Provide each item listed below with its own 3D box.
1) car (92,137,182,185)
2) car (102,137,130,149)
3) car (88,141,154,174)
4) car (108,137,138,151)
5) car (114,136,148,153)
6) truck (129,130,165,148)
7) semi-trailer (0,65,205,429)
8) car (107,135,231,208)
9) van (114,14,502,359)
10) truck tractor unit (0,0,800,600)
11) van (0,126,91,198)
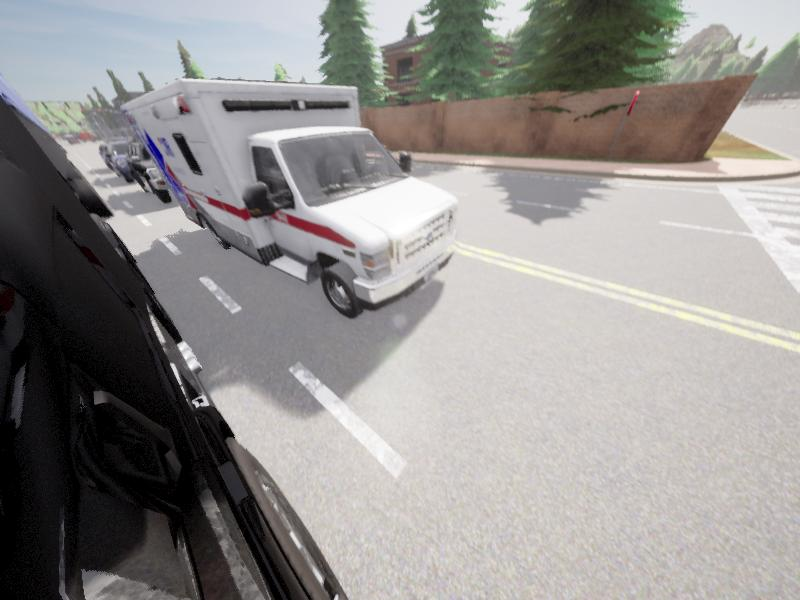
[{"bbox_3d":[-14.223,-7.635,12.488,4.553,1.767,2.097,26,47,31],"label":"car"},{"bbox_3d":[-46.923,-25.951,38.178,5.357,1.411,2.033,26,47,31],"label":"car"},{"bbox_3d":[-19.410,-10.015,16.068,4.514,1.525,2.007,26,47,31],"label":"car"},{"bbox_3d":[-41.039,-23.171,34.181,4.892,1.490,1.837,26,47,31],"label":"car"},{"bbox_3d":[-35.556,-20.566,30.478,5.008,1.535,1.882,25,47,31],"label":"car"},{"bbox_3d":[-41.252,-26.329,37.675,6.274,2.098,2.390,26,47,31],"label":"truck"},{"bbox_3d":[-8.827,-3.265,4.420,14.254,4.402,2.717,25,46,32],"label":"semi-trailer"},{"bbox_3d":[-8.904,-5.122,8.880,4.605,1.855,1.932,25,47,31],"label":"car"},{"bbox_3d":[-2.086,-2.071,4.113,6.366,2.431,2.351,25,47,31],"label":"van"},{"bbox_3d":[-2.645,-0.295,0.351,6.516,4.208,3.053,28,43,30],"label":"truck tractor unit"},{"bbox_3d":[-18.922,-7.296,11.896,6.366,2.431,2.351,26,47,31],"label":"van"}]
